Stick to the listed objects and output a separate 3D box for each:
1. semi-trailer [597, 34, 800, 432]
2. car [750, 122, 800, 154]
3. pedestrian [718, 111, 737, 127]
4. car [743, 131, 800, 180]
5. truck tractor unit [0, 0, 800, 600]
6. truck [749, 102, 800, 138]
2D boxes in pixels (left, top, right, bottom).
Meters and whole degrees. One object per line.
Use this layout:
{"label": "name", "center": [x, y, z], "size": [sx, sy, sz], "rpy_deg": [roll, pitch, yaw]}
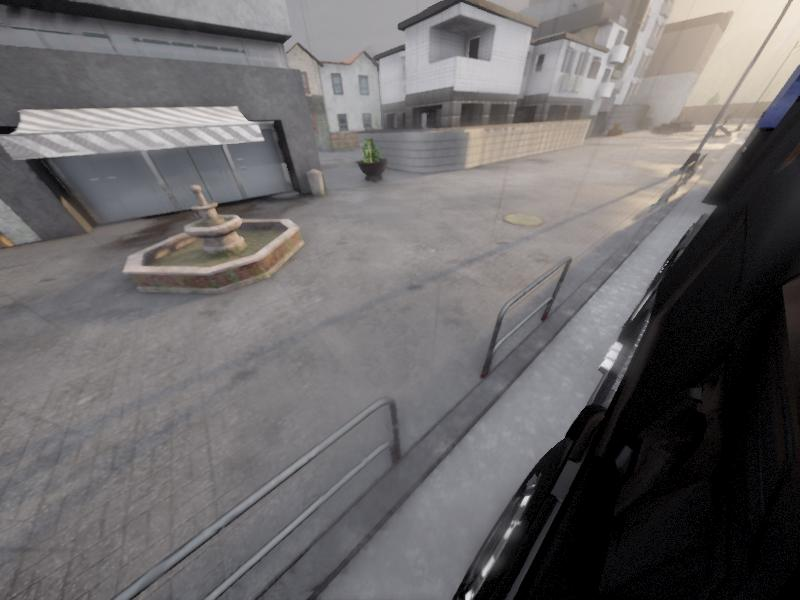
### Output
{"label": "semi-trailer", "center": [8.746, -3.582, 4.165], "size": [14.254, 4.402, 2.717], "rpy_deg": [-28, 43, -29]}
{"label": "car", "center": [24.457, -10.337, 14.647], "size": [4.181, 1.385, 1.994], "rpy_deg": [-27, 43, -29]}
{"label": "pedestrian", "center": [49.007, -27.000, 34.556], "size": [0.751, 1.860, 0.751], "rpy_deg": [-23, 41, -25]}
{"label": "car", "center": [16.564, -6.161, 9.678], "size": [4.718, 1.301, 1.895], "rpy_deg": [-27, 43, -29]}
{"label": "truck tractor unit", "center": [2.645, -0.295, 0.351], "size": [6.516, 4.208, 3.053], "rpy_deg": [-28, 44, -30]}
{"label": "truck", "center": [35.352, -16.510, 21.231], "size": [5.204, 2.467, 2.627], "rpy_deg": [-27, 43, -29]}
